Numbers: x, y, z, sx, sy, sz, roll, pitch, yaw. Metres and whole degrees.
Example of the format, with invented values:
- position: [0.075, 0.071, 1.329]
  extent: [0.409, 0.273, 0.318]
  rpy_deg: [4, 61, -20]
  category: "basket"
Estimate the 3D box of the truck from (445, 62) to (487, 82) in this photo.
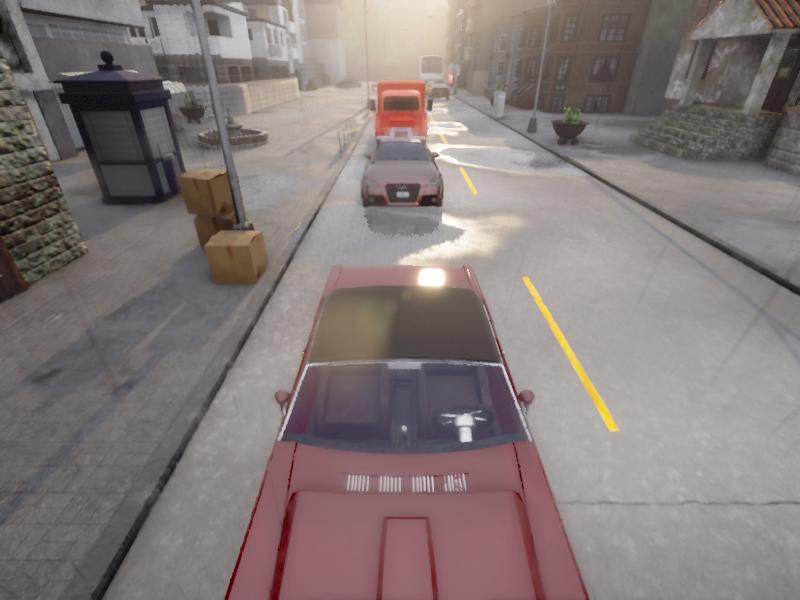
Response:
- position: [14.314, -49.895, 87.549]
  extent: [8.468, 3.827, 2.891]
  rpy_deg: [0, 30, 0]
  category: "truck"

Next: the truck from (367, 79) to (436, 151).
- position: [0.055, -8.508, 18.108]
  extent: [2.627, 2.467, 5.204]
  rpy_deg: [0, 30, 0]
  category: "truck"

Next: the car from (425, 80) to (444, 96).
- position: [4.113, -25.966, 48.892]
  extent: [1.882, 1.535, 5.008]
  rpy_deg: [0, 30, 0]
  category: "car"

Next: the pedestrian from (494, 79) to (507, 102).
- position: [9.340, -19.523, 37.301]
  extent: [0.751, 1.860, 0.751]
  rpy_deg: [-2, 30, -4]
  category: "pedestrian"

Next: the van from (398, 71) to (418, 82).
- position: [1.822, -51.138, 91.496]
  extent: [4.442, 1.987, 1.775]
  rpy_deg: [0, 30, 0]
  category: "van"

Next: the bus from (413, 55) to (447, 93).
- position: [4.010, -31.817, 56.211]
  extent: [3.944, 4.253, 10.273]
  rpy_deg: [0, 30, 0]
  category: "bus"

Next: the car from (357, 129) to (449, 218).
- position: [0.031, -3.571, 10.755]
  extent: [1.994, 1.385, 4.181]
  rpy_deg: [-1, 30, -1]
  category: "car"

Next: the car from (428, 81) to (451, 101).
- position: [4.102, -22.282, 42.490]
  extent: [1.930, 1.638, 5.238]
  rpy_deg: [0, 30, 0]
  category: "car"

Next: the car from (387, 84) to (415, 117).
- position: [0.075, -14.457, 28.857]
  extent: [1.905, 1.878, 3.866]
  rpy_deg: [0, 30, 0]
  category: "car"

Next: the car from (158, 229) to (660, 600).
- position: [0.033, 0.876, 3.235]
  extent: [1.895, 1.301, 4.718]
  rpy_deg: [0, 30, 0]
  category: "car"
